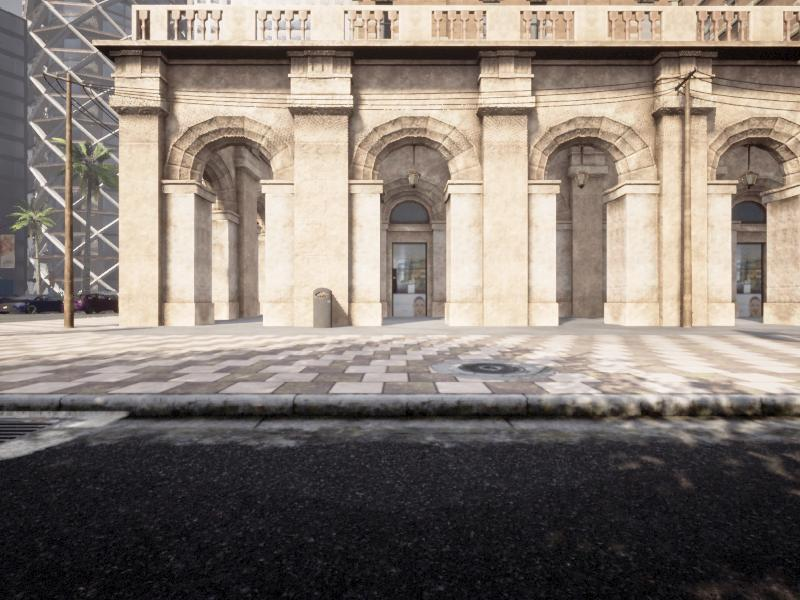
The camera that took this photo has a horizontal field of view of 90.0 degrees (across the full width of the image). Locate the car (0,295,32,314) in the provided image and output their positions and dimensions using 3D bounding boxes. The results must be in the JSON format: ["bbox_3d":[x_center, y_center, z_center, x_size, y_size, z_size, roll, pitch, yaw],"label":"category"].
[{"bbox_3d":[-29.331,0.307,28.687,1.994,1.385,4.181,0,0,-1],"label":"car"}]

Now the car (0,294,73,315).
[{"bbox_3d":[-25.830,0.307,28.246,1.994,1.385,4.181,0,0,0],"label":"car"}]

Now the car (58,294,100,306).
[{"bbox_3d":[-57.610,-0.029,71.943,5.566,2.045,2.150,0,0,-15],"label":"car"}]

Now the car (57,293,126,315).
[{"bbox_3d":[-22.326,0.254,29.207,1.816,1.474,4.193,0,0,0],"label":"car"}]
